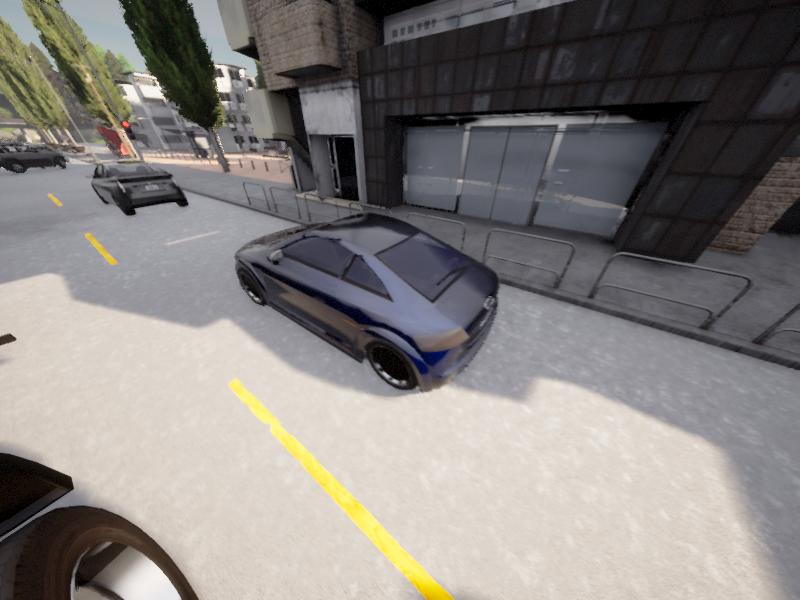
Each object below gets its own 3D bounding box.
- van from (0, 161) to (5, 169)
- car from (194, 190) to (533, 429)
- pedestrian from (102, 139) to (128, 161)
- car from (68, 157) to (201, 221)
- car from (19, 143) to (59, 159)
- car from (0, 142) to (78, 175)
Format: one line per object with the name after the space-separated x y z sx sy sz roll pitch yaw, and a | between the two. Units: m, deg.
-36.544 -12.753 19.544 5.915 2.561 1.988 23 41 27 | van
-0.709 -0.505 3.443 4.181 1.385 1.994 22 41 28 | car
-29.386 -15.461 23.828 0.751 1.860 0.751 19 39 24 | pedestrian
-10.031 -4.381 8.744 4.514 1.525 2.007 22 40 28 | car
-43.558 -17.996 27.856 4.892 1.490 1.837 22 40 28 | car
-28.021 -10.534 17.031 1.932 1.855 4.605 -2 34 -4 | car
